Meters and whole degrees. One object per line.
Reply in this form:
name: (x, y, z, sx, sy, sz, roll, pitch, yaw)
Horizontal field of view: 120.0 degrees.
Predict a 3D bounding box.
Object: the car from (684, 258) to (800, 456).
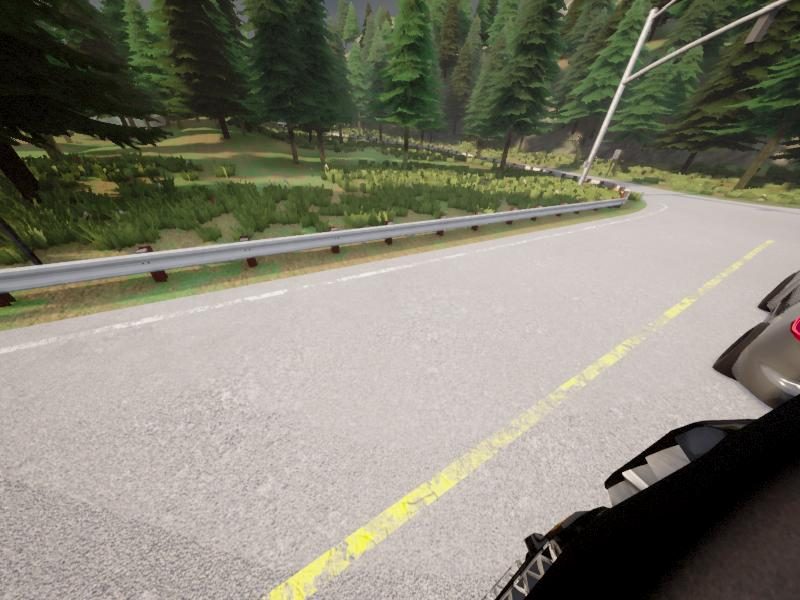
car: (5.831, 0.332, 2.379, 4.611, 1.667, 2.242, -16, 38, -26)
